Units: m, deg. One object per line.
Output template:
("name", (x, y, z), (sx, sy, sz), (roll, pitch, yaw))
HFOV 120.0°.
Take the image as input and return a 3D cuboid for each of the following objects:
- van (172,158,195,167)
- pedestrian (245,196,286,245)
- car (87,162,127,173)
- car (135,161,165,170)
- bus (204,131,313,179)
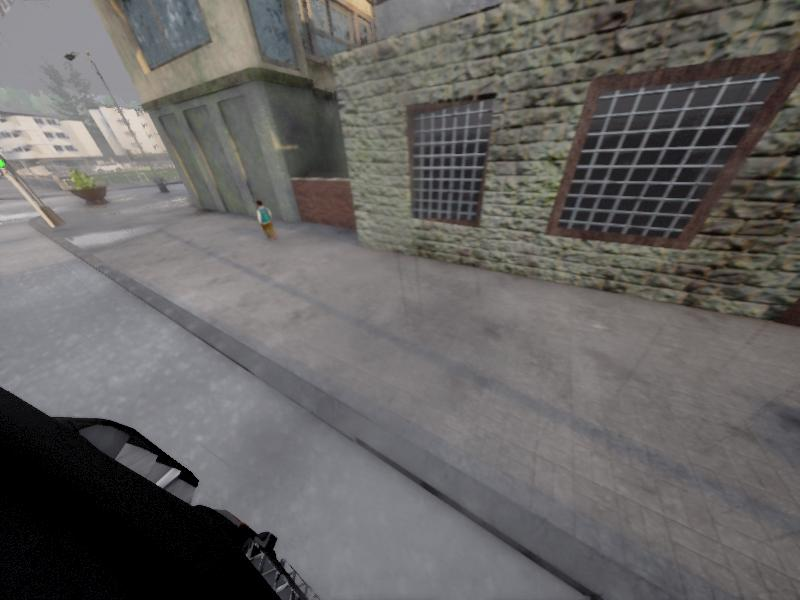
("van", (-65.363, -41.508, 69.782), (1.775, 1.987, 4.442), (16, 38, 26))
("pedestrian", (-3.606, -2.146, 6.244), (0.500, 1.100, 0.500), (22, 41, 32))
("car", (-73.618, -33.383, 58.157), (2.150, 2.045, 5.566), (16, 38, 26))
("car", (-69.354, -37.420, 64.258), (1.930, 1.638, 5.238), (16, 38, 26))
("bus", (-16.717, -18.210, 28.836), (3.944, 4.253, 10.273), (16, 38, 26))
